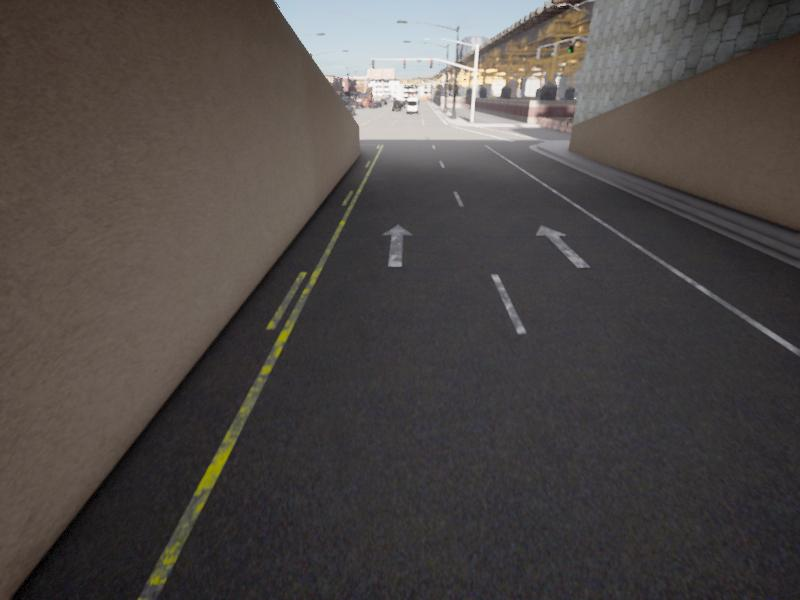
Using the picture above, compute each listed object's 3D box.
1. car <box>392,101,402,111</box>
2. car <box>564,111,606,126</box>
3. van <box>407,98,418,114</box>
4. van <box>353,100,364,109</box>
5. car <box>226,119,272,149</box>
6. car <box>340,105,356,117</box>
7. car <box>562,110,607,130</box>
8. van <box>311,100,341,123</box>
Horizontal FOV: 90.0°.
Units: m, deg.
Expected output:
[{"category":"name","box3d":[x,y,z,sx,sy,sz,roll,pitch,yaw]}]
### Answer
[{"category":"car","box3d":[-0.624,-41.040,84.688,1.905,1.878,3.866,1,27,2]},{"category":"car","box3d":[18.326,-17.986,39.562,4.536,1.218,1.853,-24,35,-38]},{"category":"van","box3d":[2.336,-35.759,73.651,1.988,2.561,5.915,1,27,2]},{"category":"van","box3d":[-10.342,-49.016,100.170,2.069,2.038,4.480,1,27,2]},{"category":"car","box3d":[-10.205,-11.449,27.385,2.007,1.525,4.514,-4,27,-8]},{"category":"car","box3d":[-8.576,-31.242,66.042,1.837,1.490,4.892,1,28,2]},{"category":"car","box3d":[18.289,-17.830,39.601,4.974,1.542,2.038,-24,35,-38]},{"category":"van","box3d":[-9.318,-24.217,51.316,2.351,2.431,6.366,1,27,2]}]
